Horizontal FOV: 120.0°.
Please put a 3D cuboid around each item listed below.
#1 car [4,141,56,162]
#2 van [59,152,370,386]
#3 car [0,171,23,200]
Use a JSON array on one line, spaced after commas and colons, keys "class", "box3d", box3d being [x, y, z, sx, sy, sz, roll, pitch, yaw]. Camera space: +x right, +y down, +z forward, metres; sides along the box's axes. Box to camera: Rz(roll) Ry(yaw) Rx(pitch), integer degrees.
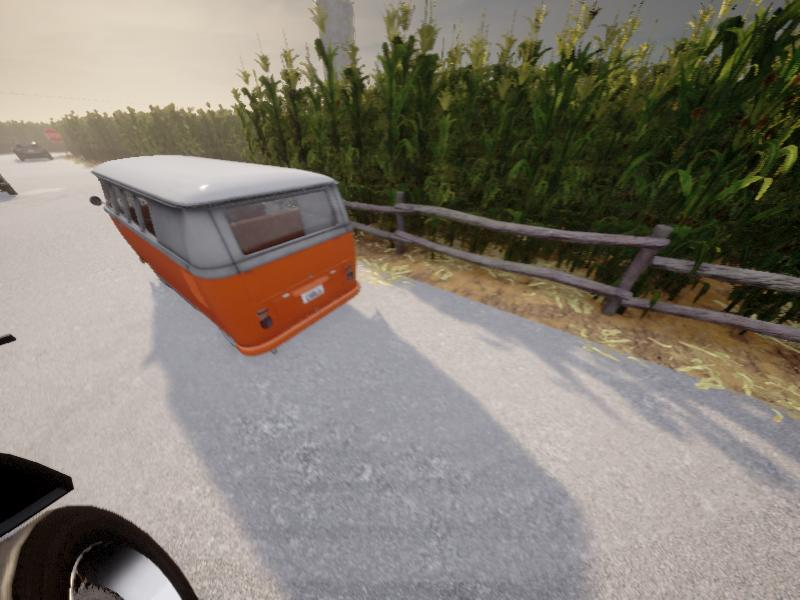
[{"class": "car", "box3d": [-39.907, -16.106, 24.930, 4.611, 1.667, 2.242, 22, 41, 28]}, {"class": "van", "box3d": [-2.801, -1.019, 3.604, 4.442, 1.987, 1.775, 22, 41, 28]}, {"class": "car", "box3d": [-19.115, -5.348, 10.193, 4.718, 1.301, 1.895, 21, 40, 26]}]
